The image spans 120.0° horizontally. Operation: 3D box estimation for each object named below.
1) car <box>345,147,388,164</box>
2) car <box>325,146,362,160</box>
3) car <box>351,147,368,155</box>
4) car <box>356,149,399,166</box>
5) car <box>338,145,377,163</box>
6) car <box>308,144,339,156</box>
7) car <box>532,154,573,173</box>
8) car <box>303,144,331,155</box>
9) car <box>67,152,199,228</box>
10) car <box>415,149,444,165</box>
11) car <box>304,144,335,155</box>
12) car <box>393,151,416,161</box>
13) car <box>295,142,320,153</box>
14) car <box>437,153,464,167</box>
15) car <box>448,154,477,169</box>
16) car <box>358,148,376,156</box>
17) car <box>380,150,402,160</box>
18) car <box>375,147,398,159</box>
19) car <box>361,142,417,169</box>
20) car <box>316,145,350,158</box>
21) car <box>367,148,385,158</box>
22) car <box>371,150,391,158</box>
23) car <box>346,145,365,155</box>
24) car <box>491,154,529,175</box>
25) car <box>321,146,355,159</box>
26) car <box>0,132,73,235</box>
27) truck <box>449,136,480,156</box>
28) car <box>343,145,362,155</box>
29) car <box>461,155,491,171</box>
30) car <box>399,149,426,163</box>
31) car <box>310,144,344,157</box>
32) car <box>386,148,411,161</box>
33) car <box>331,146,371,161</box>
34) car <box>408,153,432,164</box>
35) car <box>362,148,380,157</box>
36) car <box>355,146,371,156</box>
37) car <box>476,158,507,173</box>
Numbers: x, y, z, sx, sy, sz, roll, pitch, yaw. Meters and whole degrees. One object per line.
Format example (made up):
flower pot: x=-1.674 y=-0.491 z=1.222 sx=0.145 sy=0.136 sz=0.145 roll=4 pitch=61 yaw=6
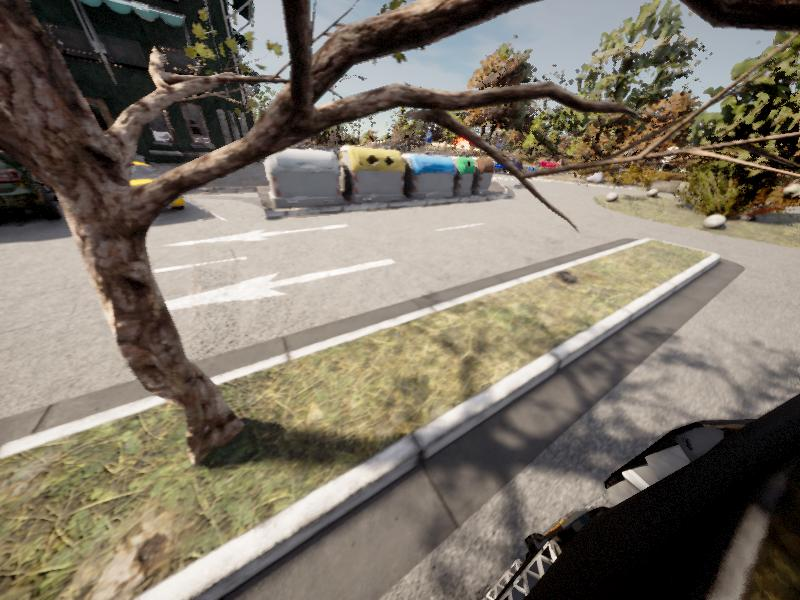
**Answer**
car: x=-3.935 y=-17.482 z=28.109 sx=2.231 sy=1.521 sz=4.892 roll=27 pitch=40 yaw=32
car: x=-8.272 y=-21.900 z=34.462 sx=2.231 sy=1.521 sz=4.892 roll=27 pitch=40 yaw=32
car: x=-12.174 y=-44.652 z=69.288 sx=2.185 sy=1.767 sz=4.553 roll=28 pitch=38 yaw=31
car: x=-2.486 y=-15.977 z=26.014 sx=2.002 sy=1.452 sz=4.674 roll=27 pitch=40 yaw=31
car: x=-5.394 y=-19.051 z=30.142 sx=2.185 sy=1.767 sz=4.553 roll=27 pitch=40 yaw=32
car: x=-14.065 y=-27.800 z=42.944 sx=2.097 sy=1.535 sz=5.008 roll=27 pitch=40 yaw=31
car: x=20.977 y=-18.899 z=31.945 sx=1.851 sy=1.617 sz=3.988 roll=-13 pitch=41 yaw=-26
car: x=-16.948 y=-30.733 z=47.216 sx=2.163 sy=1.488 sz=4.792 roll=27 pitch=39 yaw=32
car: x=-9.161 y=-3.980 z=7.841 sx=5.366 sy=1.575 sz=1.946 roll=26 pitch=40 yaw=32
car: x=5.537 y=-26.676 z=43.217 sx=2.435 sy=2.045 sz=5.566 roll=28 pitch=39 yaw=31
car: x=-15.623 y=-29.200 z=44.933 sx=1.946 sy=1.575 sz=5.366 roll=28 pitch=40 yaw=31
car: x=1.080 y=-30.991 z=49.863 sx=2.231 sy=1.521 sz=4.892 roll=28 pitch=38 yaw=31
car: x=-21.315 y=-35.259 z=53.446 sx=2.185 sy=1.767 sz=4.553 roll=27 pitch=40 yaw=32
car: x=8.515 y=-23.583 z=38.997 sx=2.185 sy=1.767 sz=4.553 roll=28 pitch=39 yaw=31
car: x=10.002 y=-22.077 z=36.832 sx=2.185 sy=1.767 sz=4.553 roll=28 pitch=38 yaw=31
car: x=-9.247 y=-41.526 z=65.012 sx=2.231 sy=1.521 sz=4.892 roll=28 pitch=39 yaw=31
car: x=-1.979 y=-33.935 z=54.063 sx=1.946 sy=1.575 sz=5.366 roll=28 pitch=39 yaw=31
car: x=-3.302 y=-35.729 z=56.241 sx=2.435 sy=2.045 sz=5.566 roll=27 pitch=38 yaw=31
car: x=-1.033 y=-14.734 z=23.715 sx=2.435 sy=2.045 sz=5.566 roll=28 pitch=40 yaw=31
car: x=-11.162 y=-24.848 z=38.699 sx=2.097 sy=1.535 sz=5.008 roll=27 pitch=40 yaw=32
car: x=-6.309 y=-38.612 z=60.597 sx=2.185 sy=1.767 sz=4.553 roll=27 pitch=38 yaw=31
car: x=-4.843 y=-36.975 z=58.514 sx=2.163 sy=1.488 sz=4.792 roll=28 pitch=39 yaw=31
car: x=-13.678 y=-46.241 z=71.343 sx=2.435 sy=2.045 sz=5.566 roll=28 pitch=39 yaw=31
car: x=14.435 y=-17.672 z=30.277 sx=2.435 sy=2.045 sz=5.566 roll=28 pitch=38 yaw=31
car: x=-9.736 y=-23.340 z=36.580 sx=2.163 sy=1.488 sz=4.792 roll=28 pitch=40 yaw=31
car: x=-11.655 y=-3.377 z=6.310 sx=5.566 sy=2.045 sz=2.435 roll=26 pitch=40 yaw=32
truck: x=12.208 y=-29.492 z=44.191 sx=2.627 sy=2.467 sz=5.204 roll=-14 pitch=41 yaw=-26
car: x=-15.140 y=-47.774 z=73.552 sx=2.435 sy=2.045 sz=5.566 roll=28 pitch=38 yaw=31
car: x=11.436 y=-20.552 z=34.630 sx=2.185 sy=1.767 sz=4.553 roll=27 pitch=38 yaw=31
car: x=2.616 y=-29.709 z=47.586 sx=2.435 sy=2.045 sz=5.566 roll=27 pitch=38 yaw=31
car: x=-12.729 y=-26.253 z=40.696 sx=1.946 sy=1.575 sz=5.366 roll=28 pitch=40 yaw=31
car: x=-0.387 y=-32.698 z=51.874 sx=2.435 sy=2.045 sz=5.566 roll=28 pitch=39 yaw=31
car: x=-6.712 y=-20.506 z=32.471 sx=1.946 sy=1.575 sz=5.366 roll=27 pitch=39 yaw=32
car: x=4.032 y=-27.944 z=45.530 sx=2.163 sy=1.488 sz=4.792 roll=28 pitch=39 yaw=31
car: x=-7.798 y=-40.119 z=62.762 sx=2.185 sy=1.767 sz=4.553 roll=28 pitch=38 yaw=31
car: x=-10.642 y=-43.266 z=67.133 sx=1.878 sy=1.987 sz=4.442 roll=28 pitch=38 yaw=31
car: x=12.932 y=-18.952 z=32.555 sx=2.231 sy=1.521 sz=4.892 roll=28 pitch=39 yaw=31
